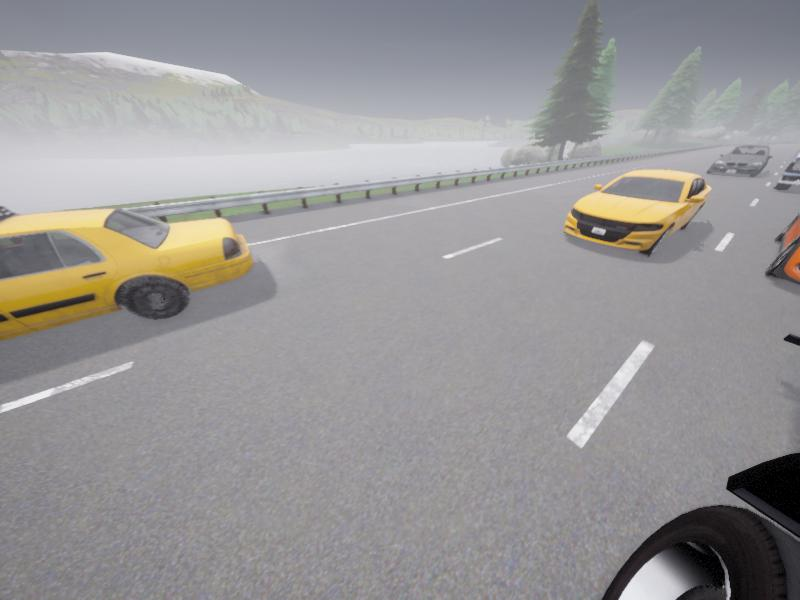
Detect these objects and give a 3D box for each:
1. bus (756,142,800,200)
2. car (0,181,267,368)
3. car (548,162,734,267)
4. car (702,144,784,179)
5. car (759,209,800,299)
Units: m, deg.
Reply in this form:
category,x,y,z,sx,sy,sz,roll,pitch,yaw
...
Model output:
category,x,y,z,sx,sy,sz,roll,pitch,yaw
bus,22.401,-7.655,10.839,10.273,4.253,3.944,-24,41,-27
car,-5.114,-0.340,3.060,5.366,1.575,1.801,-22,41,-28
car,6.506,-2.598,6.193,5.008,1.535,1.882,-22,41,-28
car,23.281,-9.498,15.697,4.611,1.667,2.242,-22,41,-28
car,8.881,-1.208,3.980,4.553,1.767,2.097,-22,41,-28
